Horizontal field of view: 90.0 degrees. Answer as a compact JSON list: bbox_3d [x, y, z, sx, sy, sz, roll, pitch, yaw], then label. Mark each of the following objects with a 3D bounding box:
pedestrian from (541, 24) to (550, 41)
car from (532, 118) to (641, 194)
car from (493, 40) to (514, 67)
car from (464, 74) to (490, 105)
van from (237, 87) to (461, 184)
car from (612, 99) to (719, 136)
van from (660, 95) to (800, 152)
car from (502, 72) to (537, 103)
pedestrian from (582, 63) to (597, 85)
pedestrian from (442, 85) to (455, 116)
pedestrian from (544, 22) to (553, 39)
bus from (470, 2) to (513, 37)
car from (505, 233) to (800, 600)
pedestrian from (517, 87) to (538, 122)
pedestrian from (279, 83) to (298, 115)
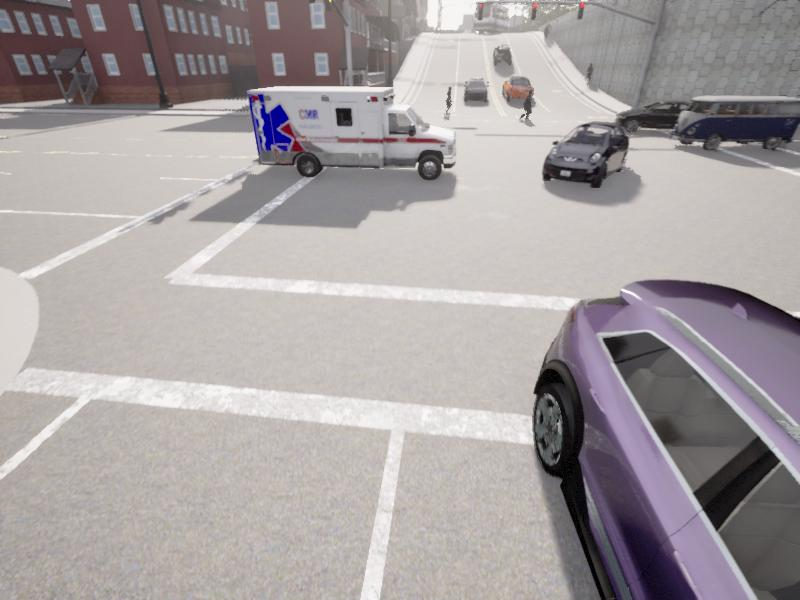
[{"bbox_3d":[20.274,-37.139,55.606,0.751,1.860,0.751,3,30,5],"label":"pedestrian"},{"bbox_3d":[5.767,-4.547,12.263,1.845,1.501,3.633,22,37,32],"label":"car"},{"bbox_3d":[12.289,-29.465,47.761,1.932,1.855,4.605,4,43,6],"label":"car"},{"bbox_3d":[6.578,-18.269,34.562,1.930,1.638,5.238,4,36,6],"label":"car"},{"bbox_3d":[-1.362,-5.312,12.694,6.366,2.431,2.351,4,31,6],"label":"van"},{"bbox_3d":[13.730,-9.655,21.045,4.193,1.474,1.816,11,32,18],"label":"car"},{"bbox_3d":[13.813,-7.366,16.623,4.442,1.987,1.775,-1,30,-2],"label":"van"},{"bbox_3d":[10.231,-18.534,34.726,2.097,1.767,4.553,3,36,5],"label":"car"},{"bbox_3d":[18.111,-21.587,38.218,0.751,1.860,0.751,3,30,5],"label":"pedestrian"},{"bbox_3d":[3.333,-13.759,27.586,0.751,1.860,0.751,4,31,7],"label":"pedestrian"},{"bbox_3d":[21.118,-38.319,56.893,0.751,1.860,0.751,2,30,4],"label":"pedestrian"},{"bbox_3d":[16.708,-50.839,72.815,3.944,4.253,10.273,17,34,27],"label":"bus"},{"bbox_3d":[2.221,1.445,1.967,2.033,1.649,4.856,4,32,-2],"label":"car"},{"bbox_3d":[7.958,-12.221,25.012,0.751,1.860,0.751,-1,30,-2],"label":"pedestrian"},{"bbox_3d":[-7.554,-13.656,27.185,0.751,1.860,0.751,8,31,13],"label":"pedestrian"}]
